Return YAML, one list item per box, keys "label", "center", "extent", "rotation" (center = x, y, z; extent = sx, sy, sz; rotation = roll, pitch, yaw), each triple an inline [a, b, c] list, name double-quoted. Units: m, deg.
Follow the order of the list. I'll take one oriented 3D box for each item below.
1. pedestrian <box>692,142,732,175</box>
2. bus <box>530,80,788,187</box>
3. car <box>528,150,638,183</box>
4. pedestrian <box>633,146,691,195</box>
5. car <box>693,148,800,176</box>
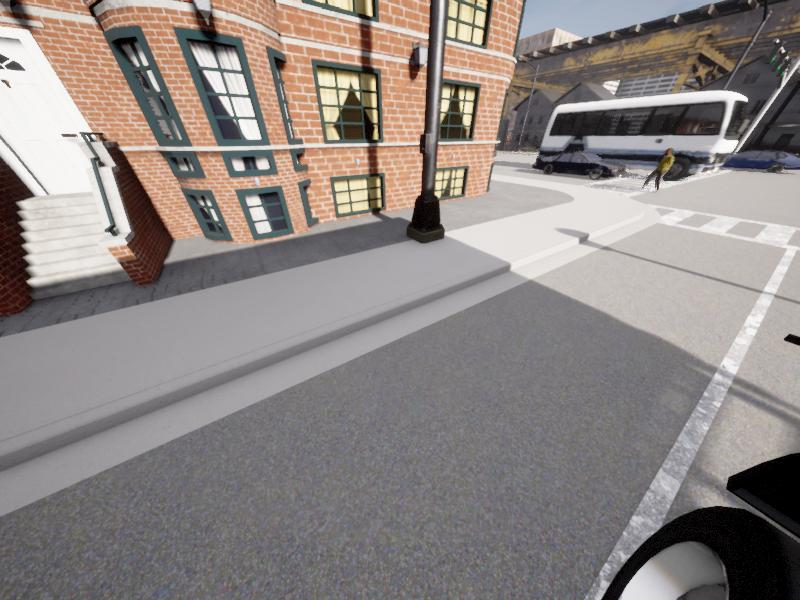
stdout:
- label: "pedestrian"
  center: [21.790, -9.906, 16.171]
  extent: [0.751, 1.860, 0.751]
  rotation: [21, 40, 28]
- label: "bus"
  center: [15.509, -11.043, 15.793]
  extent: [3.944, 4.253, 10.273]
  rotation: [-20, 40, -26]
- label: "car"
  center: [11.974, -9.183, 15.659]
  extent: [2.033, 1.411, 5.357]
  rotation: [-20, 40, -26]
- label: "pedestrian"
  center: [11.783, -5.849, 10.481]
  extent: [0.751, 1.860, 0.751]
  rotation: [5, 36, 8]
- label: "car"
  center: [26.966, -10.638, 17.620]
  extent: [2.033, 1.411, 5.357]
  rotation: [-20, 40, -26]
